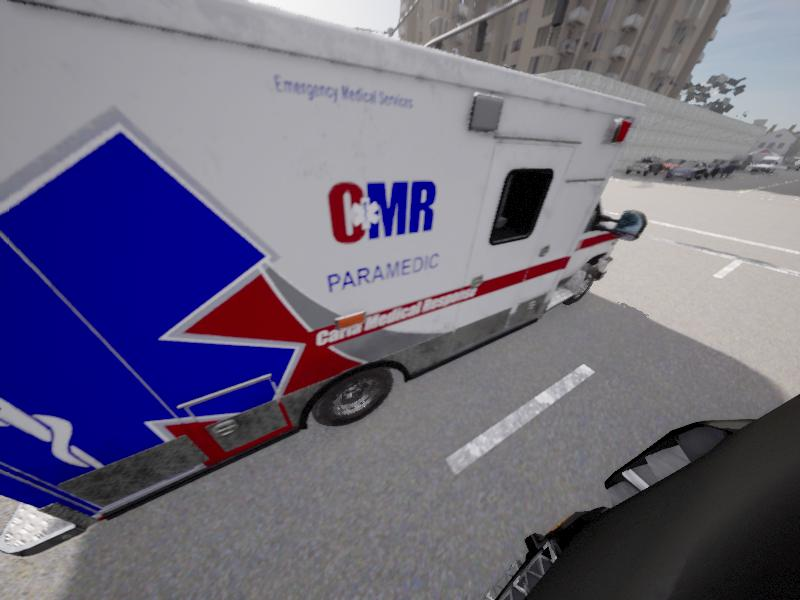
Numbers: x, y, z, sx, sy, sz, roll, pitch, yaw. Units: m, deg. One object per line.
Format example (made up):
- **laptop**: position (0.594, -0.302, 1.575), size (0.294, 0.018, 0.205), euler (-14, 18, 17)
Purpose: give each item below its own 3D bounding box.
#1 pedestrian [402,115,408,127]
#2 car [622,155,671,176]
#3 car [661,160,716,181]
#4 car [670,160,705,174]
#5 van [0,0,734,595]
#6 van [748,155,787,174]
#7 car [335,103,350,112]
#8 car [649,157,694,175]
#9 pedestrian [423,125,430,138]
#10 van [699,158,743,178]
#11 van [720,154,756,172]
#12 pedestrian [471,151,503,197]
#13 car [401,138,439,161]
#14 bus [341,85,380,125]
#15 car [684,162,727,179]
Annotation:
- **pedestrian**: position (1.038, -35.772, 46.205), size (0.751, 1.860, 0.751), euler (-16, 39, -25)
- **car**: position (28.075, -15.304, 26.316), size (4.605, 1.855, 1.932), euler (-16, 39, -25)
- **car**: position (29.949, -13.461, 23.993), size (4.856, 1.649, 2.033), euler (-16, 39, -25)
- **car**: position (40.270, -18.626, 32.357), size (4.193, 1.474, 1.816), euler (-16, 39, -25)
- **van**: position (0.350, -0.768, 2.762), size (6.366, 2.431, 2.351), euler (-16, 39, -25)
- **van**: position (64.073, -23.611, 40.293), size (5.915, 2.561, 1.988), euler (-16, 39, -25)
- **car**: position (-13.309, -44.447, 53.215), size (1.895, 1.301, 4.718), euler (-16, 44, -25)
- **car**: position (34.791, -17.190, 29.603), size (4.553, 1.767, 2.097), euler (-16, 39, -25)
- **pedestrian**: position (4.716, -30.465, 41.689), size (0.751, 1.860, 0.751), euler (-17, 39, -26)
- **van**: position (39.947, -16.467, 28.741), size (4.442, 1.987, 1.775), euler (-16, 39, -25)
- **van**: position (62.930, -25.560, 43.045), size (5.915, 2.561, 1.988), euler (-16, 39, -25)
- **pedestrian**: position (4.248, -6.188, 11.371), size (0.751, 1.860, 0.751), euler (-22, 42, -31)
- **car**: position (2.287, -18.497, 28.411), size (1.930, 1.638, 5.238), euler (-16, 44, -25)
- **bus**: position (-8.055, -38.565, 45.658), size (3.944, 4.253, 10.273), euler (-16, 51, -25)
- **car**: position (34.996, -14.867, 26.474), size (3.633, 1.501, 1.845), euler (-16, 39, -25)
